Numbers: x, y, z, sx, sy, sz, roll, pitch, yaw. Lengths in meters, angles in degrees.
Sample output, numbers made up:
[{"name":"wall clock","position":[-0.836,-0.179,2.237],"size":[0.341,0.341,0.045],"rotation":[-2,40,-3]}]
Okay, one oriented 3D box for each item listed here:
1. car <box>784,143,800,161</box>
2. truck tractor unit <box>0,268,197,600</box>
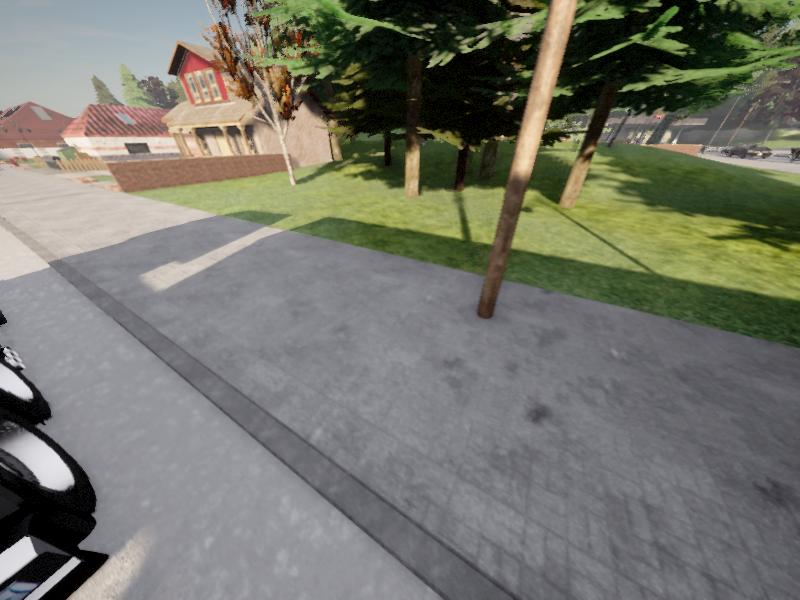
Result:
[{"name":"car","position":[46.239,-16.196,25.383],"size":[1.930,1.638,5.238],"rotation":[18,39,24]},{"name":"truck tractor unit","position":[-5.118,-0.293,0.774],"size":[6.516,4.208,3.053],"rotation":[18,39,24]}]
